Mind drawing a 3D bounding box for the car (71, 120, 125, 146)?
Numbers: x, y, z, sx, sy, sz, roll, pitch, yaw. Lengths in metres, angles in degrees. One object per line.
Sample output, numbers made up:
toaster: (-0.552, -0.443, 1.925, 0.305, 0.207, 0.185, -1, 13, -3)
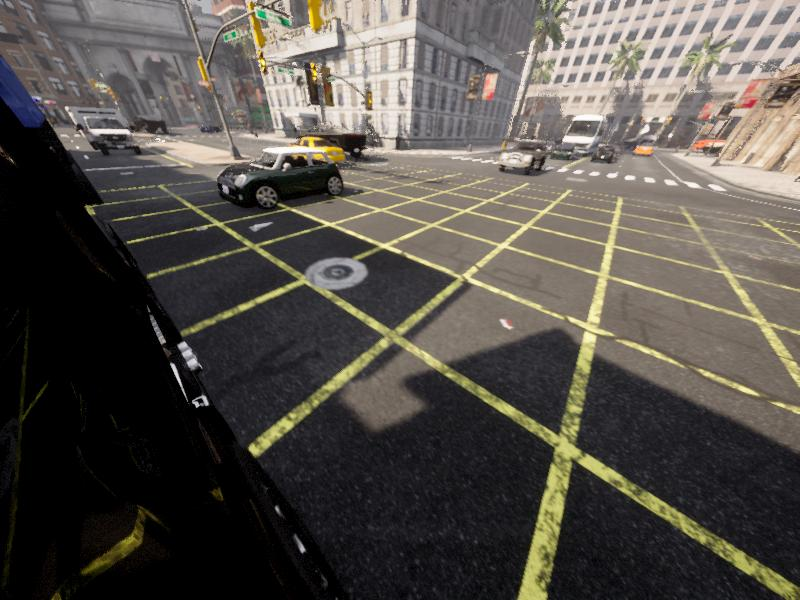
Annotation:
car: (-26.439, -14.630, 20.205, 4.856, 1.649, 2.033, 28, 44, 30)

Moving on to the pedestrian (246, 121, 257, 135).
pedestrian: (-24.665, -28.586, 38.482, 0.751, 1.860, 0.751, 21, 40, 23)

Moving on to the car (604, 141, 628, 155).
car: (35.189, -24.736, 37.548, 2.152, 1.651, 5.027, 29, 44, 30)

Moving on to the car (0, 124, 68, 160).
car: (-22.464, -9.682, 14.032, 5.357, 1.411, 2.033, 28, 44, 30)

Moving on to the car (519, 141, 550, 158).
car: (16.230, -18.194, 27.773, 1.812, 1.442, 4.674, 28, 44, 30)

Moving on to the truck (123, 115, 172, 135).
truck: (-38.198, -26.501, 34.953, 6.274, 2.098, 2.390, 19, 40, 21)

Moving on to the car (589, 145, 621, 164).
car: (21.794, -15.508, 24.502, 1.816, 1.474, 4.193, 28, 43, 30)

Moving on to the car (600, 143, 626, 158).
car: (30.563, -21.470, 33.084, 2.033, 1.411, 5.357, 28, 44, 30)

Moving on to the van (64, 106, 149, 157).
van: (-20.551, -11.822, 16.149, 6.366, 2.431, 2.351, 28, 44, 30)

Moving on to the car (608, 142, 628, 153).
car: (40.070, -27.957, 42.347, 2.033, 1.411, 5.357, 28, 44, 30)

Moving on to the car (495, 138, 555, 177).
car: (8.490, -9.712, 15.595, 1.932, 1.855, 4.605, 28, 43, 30)

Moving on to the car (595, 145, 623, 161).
car: (25.960, -18.300, 28.643, 1.895, 1.301, 4.718, 28, 44, 30)

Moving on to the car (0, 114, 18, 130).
car: (-54.977, -23.305, 30.035, 5.027, 1.651, 2.152, -27, 46, -33)

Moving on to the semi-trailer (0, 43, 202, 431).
semi-trailer: (-8.700, -3.601, 4.232, 14.254, 4.402, 2.717, 28, 44, 30)

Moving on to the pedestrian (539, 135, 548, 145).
pedestrian: (31.188, -34.771, 50.220, 0.751, 1.860, 0.751, -17, 41, -24)

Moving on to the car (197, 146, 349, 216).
car: (-3.921, -4.235, 7.834, 1.970, 1.475, 3.806, 28, 43, 30)

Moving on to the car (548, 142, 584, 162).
car: (18.234, -16.337, 25.343, 2.038, 1.542, 4.974, 28, 44, 30)

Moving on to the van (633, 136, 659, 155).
van: (42.390, -26.728, 39.892, 1.988, 2.561, 5.915, 28, 44, 30)

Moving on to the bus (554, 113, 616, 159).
bus: (24.903, -21.882, 30.897, 3.944, 4.253, 10.273, 28, 44, 30)

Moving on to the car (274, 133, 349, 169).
car: (-5.906, -9.936, 15.245, 5.366, 1.575, 1.801, 28, 44, 30)

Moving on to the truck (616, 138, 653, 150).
truck: (56.439, -37.644, 55.721, 6.274, 2.098, 2.390, -3, 37, -8)

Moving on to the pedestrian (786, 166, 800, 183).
pedestrian: (27.562, -8.931, 15.452, 0.751, 1.860, 0.751, 28, 44, 30)

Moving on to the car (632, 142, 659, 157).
car: (37.766, -23.271, 35.605, 2.097, 1.767, 4.553, 28, 44, 30)

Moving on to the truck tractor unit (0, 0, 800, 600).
truck tractor unit: (-2.645, -0.295, 0.351, 6.516, 4.208, 3.053, 28, 44, 30)

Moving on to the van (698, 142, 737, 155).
van: (69.850, -33.423, 50.969, 4.480, 2.038, 2.069, 28, 44, 30)

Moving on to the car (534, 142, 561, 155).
car: (20.596, -21.160, 32.134, 1.895, 1.301, 4.718, 28, 44, 30)

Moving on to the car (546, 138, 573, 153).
car: (25.140, -24.392, 36.423, 2.242, 1.667, 4.611, 28, 44, 30)

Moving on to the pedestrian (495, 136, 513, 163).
pedestrian: (9.026, -13.047, 20.057, 0.751, 1.860, 0.751, 27, 43, 29)

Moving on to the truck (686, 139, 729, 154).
truck: (71.163, -35.647, 53.657, 5.204, 2.467, 2.627, 28, 44, 30)

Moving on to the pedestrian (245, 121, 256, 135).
pedestrian: (-25.143, -28.825, 38.772, 0.751, 1.860, 0.751, 4, 37, 2)

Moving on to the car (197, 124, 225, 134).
car: (-34.638, -31.543, 42.520, 1.994, 1.385, 4.181, -2, 37, -6)

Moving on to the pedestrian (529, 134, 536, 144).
pedestrian: (30.096, -36.555, 52.537, 0.751, 1.860, 0.751, 27, 43, 29)

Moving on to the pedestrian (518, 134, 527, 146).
pedestrian: (22.956, -30.042, 43.386, 0.751, 1.860, 0.751, -18, 41, -25)

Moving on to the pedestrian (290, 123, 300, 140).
pedestrian: (-15.179, -24.324, 33.374, 0.751, 1.860, 0.751, 31, 45, 32)

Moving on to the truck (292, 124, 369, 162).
truck: (-5.597, -12.719, 18.551, 6.274, 2.098, 2.390, 28, 44, 30)
